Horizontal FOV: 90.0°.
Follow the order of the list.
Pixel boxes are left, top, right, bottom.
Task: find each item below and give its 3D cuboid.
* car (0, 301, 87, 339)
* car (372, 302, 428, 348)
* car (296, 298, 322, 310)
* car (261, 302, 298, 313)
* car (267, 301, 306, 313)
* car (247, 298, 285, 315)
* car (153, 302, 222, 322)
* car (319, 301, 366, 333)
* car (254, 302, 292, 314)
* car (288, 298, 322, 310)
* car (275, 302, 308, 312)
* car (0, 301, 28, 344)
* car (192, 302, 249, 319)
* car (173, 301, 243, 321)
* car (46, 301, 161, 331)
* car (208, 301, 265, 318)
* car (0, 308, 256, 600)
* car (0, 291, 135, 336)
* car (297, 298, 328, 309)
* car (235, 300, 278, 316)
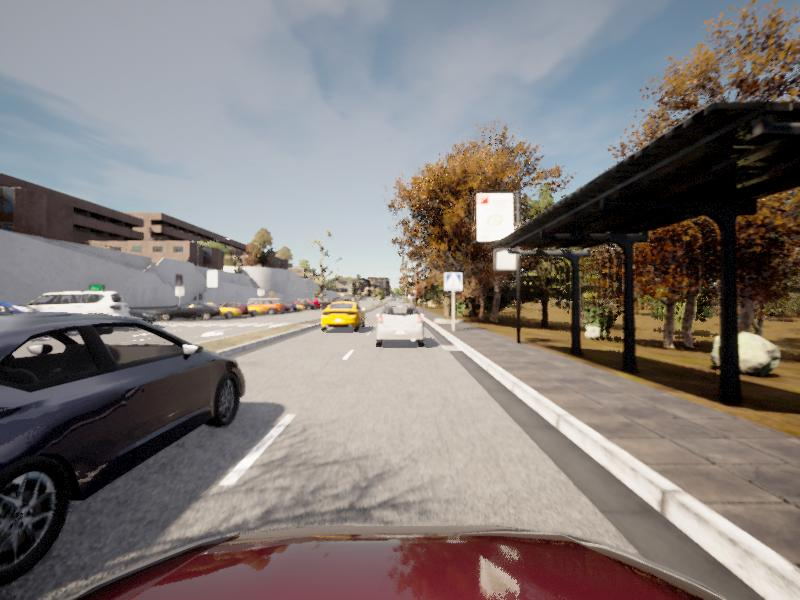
[{"bbox_3d":[-16.897,0.844,17.172,5.008,1.535,2.097,-1,0,-20],"label":"car"},{"bbox_3d":[0.004,0.831,14.966,1.845,1.501,3.633,0,0,0],"label":"car"},{"bbox_3d":[-16.734,0.712,73.901,4.442,1.987,1.878,-1,0,-20],"label":"car"},{"bbox_3d":[-16.882,1.046,55.935,4.792,1.488,2.163,-1,0,-20],"label":"car"},{"bbox_3d":[-16.681,1.007,59.004,5.366,1.575,1.946,-1,0,-20],"label":"car"},{"bbox_3d":[-16.756,0.777,50.031,4.442,1.987,1.878,-1,-1,-20],"label":"car"},{"bbox_3d":[-16.873,0.935,32.078,4.674,1.452,2.002,-1,0,-20],"label":"car"},{"bbox_3d":[-2.993,0.840,21.843,1.882,1.535,5.008,0,0,0],"label":"car"},{"bbox_3d":[-16.854,1.050,52.963,4.674,1.452,2.002,-1,0,-20],"label":"car"},{"bbox_3d":[-16.872,0.711,70.858,5.566,2.045,2.435,-1,1,-20],"label":"car"},{"bbox_3d":[-16.823,1.036,61.932,4.792,1.488,2.163,-1,0,-20],"label":"car"},{"bbox_3d":[-16.888,0.842,14.187,4.892,1.521,2.231,-1,0,-20],"label":"car"},{"bbox_3d":[-16.899,0.963,38.031,4.792,1.488,2.163,-1,0,-20],"label":"car"},{"bbox_3d":[-16.702,0.907,35.127,5.366,1.575,1.946,-1,-1,-20],"label":"car"},{"bbox_3d":[-16.896,0.859,23.138,4.892,1.521,2.231,-1,0,-20],"label":"car"},{"bbox_3d":[-16.696,0.949,41.093,5.366,1.575,1.946,-1,-1,-20],"label":"car"},{"bbox_3d":[-2.999,0.855,3.720,1.816,1.474,4.193,0,0,0],"label":"car"},{"bbox_3d":[-16.918,0.598,20.137,5.566,2.045,2.435,-1,0,-20],"label":"car"},{"bbox_3d":[-16.815,0.664,76.854,5.566,2.045,2.435,-1,0,-20],"label":"car"},{"bbox_3d":[-16.837,0.864,47.004,4.553,1.767,2.185,-1,0,-20],"label":"car"}]
